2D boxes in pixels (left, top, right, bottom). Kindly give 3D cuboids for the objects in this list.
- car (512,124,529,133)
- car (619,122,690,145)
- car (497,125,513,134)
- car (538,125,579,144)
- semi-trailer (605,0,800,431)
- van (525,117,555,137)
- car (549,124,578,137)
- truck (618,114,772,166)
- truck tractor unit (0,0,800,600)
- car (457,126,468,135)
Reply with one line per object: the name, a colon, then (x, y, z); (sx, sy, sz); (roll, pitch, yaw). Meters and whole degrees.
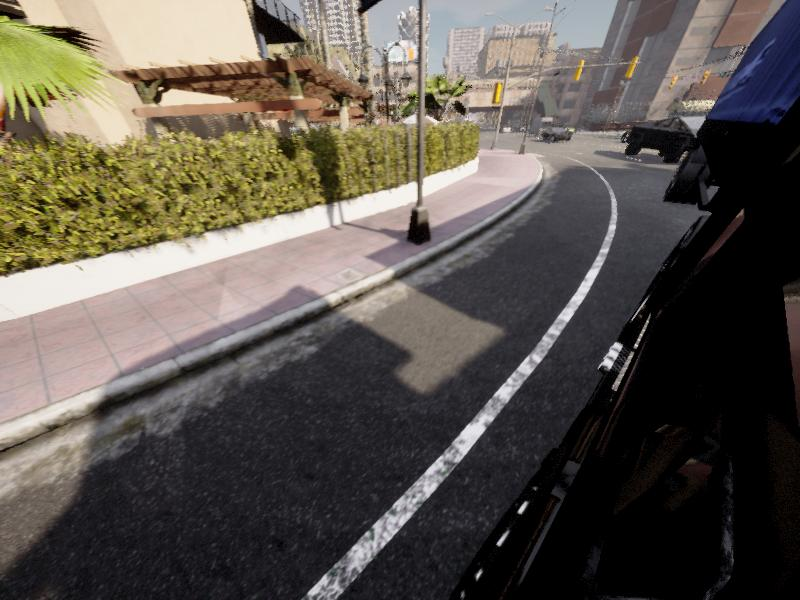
car: (29.437, -41.996, 56.582); (2.033, 1.649, 4.856); (2, 37, 5)
car: (25.475, -16.996, 23.516); (2.152, 1.651, 5.027); (2, 37, 6)
car: (26.015, -42.469, 57.459); (2.242, 1.667, 4.611); (2, 37, 5)
car: (19.073, -20.269, 28.207); (1.930, 1.638, 5.238); (2, 37, 5)
semi-trailer: (8.318, -3.833, 4.579); (2.717, 4.402, 14.254); (30, 47, 35)
van: (23.993, -29.874, 39.985); (1.988, 2.561, 5.915); (2, 37, 5)
car: (27.354, -28.522, 38.845); (2.007, 1.525, 4.514); (2, 37, 5)
truck: (16.564, -9.656, 13.826); (2.390, 2.098, 6.274); (7, 38, 11)
truck tractor unit: (2.645, -0.295, 0.352); (6.516, 4.208, 3.053); (-28, 44, -30)
car: (16.286, -44.568, 60.605); (2.185, 1.767, 4.553); (2, 37, 5)
